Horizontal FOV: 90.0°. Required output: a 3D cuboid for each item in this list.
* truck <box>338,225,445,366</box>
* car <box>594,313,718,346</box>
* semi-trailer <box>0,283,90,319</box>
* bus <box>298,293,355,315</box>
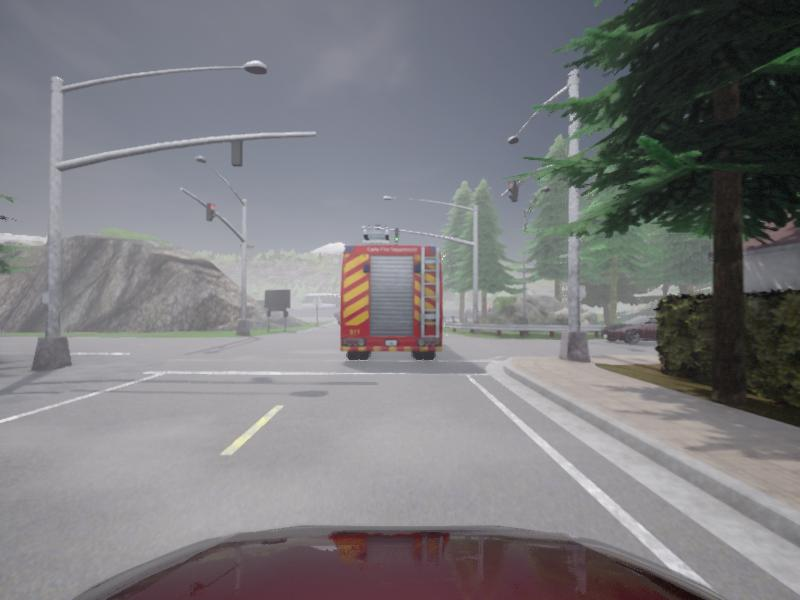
[{"bbox_3d":[-0.322,-0.027,15.102,2.891,3.827,8.468,0,-1,-1],"label":"truck"},{"bbox_3d":[12.650,1.424,20.019,4.792,1.488,2.163,0,-1,-1],"label":"car"},{"bbox_3d":[-48.794,0.134,52.308,14.254,4.402,2.717,0,-1,-1],"label":"semi-trailer"},{"bbox_3d":[-14.076,0.817,77.639,10.273,4.253,3.944,0,-1,-1],"label":"bus"}]
